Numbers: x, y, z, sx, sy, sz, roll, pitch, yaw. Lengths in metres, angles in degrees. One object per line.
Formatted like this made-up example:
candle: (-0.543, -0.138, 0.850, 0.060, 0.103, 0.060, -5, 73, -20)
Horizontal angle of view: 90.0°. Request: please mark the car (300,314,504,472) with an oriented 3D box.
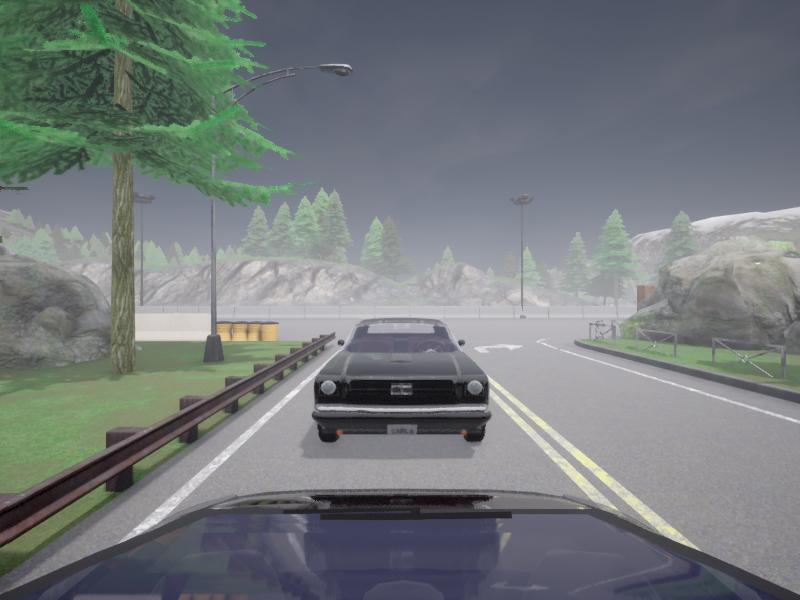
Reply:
car: (0.018, 0.944, 6.072, 1.895, 1.301, 4.718, 0, 0, 0)
